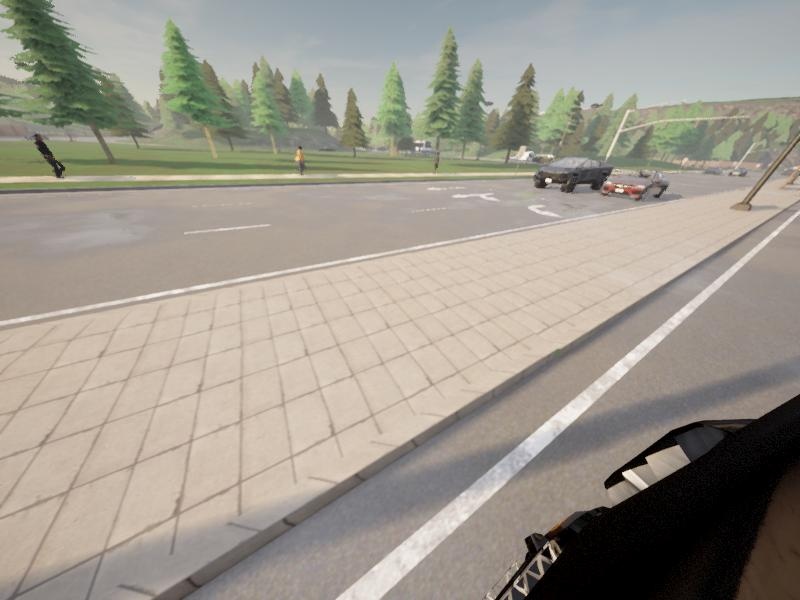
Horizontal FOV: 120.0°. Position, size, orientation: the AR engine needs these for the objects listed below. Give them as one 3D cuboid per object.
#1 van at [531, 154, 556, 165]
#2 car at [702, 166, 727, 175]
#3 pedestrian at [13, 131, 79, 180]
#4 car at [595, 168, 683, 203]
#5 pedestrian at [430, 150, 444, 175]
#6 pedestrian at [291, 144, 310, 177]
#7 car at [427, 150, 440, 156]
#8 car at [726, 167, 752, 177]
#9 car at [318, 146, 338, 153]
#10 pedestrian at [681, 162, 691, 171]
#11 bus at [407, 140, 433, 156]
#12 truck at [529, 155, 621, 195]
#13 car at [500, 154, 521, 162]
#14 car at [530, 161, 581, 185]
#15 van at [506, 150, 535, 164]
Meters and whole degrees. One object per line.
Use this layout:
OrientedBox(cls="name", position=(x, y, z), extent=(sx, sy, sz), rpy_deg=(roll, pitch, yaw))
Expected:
OrientedBox(cls="van", position=(35.164, -34.554, 56.884), extent=(2.069, 2.038, 4.480), rpy_deg=(-16, 38, -26))
OrientedBox(cls="car", position=(68.585, -28.260, 50.432), extent=(4.974, 1.542, 2.038), rpy_deg=(-17, 38, -27))
OrientedBox(cls="pedestrian", position=(-16.370, -6.698, 10.780), extent=(0.751, 1.860, 0.751), rpy_deg=(-16, 38, -26))
OrientedBox(cls="car", position=(15.592, -7.563, 15.081), extent=(5.027, 1.651, 2.152), rpy_deg=(-16, 38, -26))
OrientedBox(cls="pedestrian", position=(3.320, -12.464, 20.984), extent=(0.751, 1.860, 0.751), rpy_deg=(-15, 38, -25))
OrientedBox(cls="pedestrian", position=(-6.742, -9.433, 15.643), extent=(0.751, 1.860, 0.751), rpy_deg=(-16, 38, -26))
OrientedBox(cls="car", position=(12.926, -56.585, 88.724), extent=(1.930, 1.638, 5.238), rpy_deg=(-16, 38, -26))
OrientedBox(cls="car", position=(70.821, -26.724, 48.201), extent=(4.856, 1.649, 2.033), rpy_deg=(-17, 38, -27))
OrientedBox(cls="car", position=(-20.347, -42.621, 65.423), extent=(4.718, 1.301, 1.895), rpy_deg=(-27, 44, -37))
OrientedBox(cls="pedestrian", position=(68.290, -31.840, 55.164), extent=(0.751, 1.860, 0.751), rpy_deg=(-17, 39, -28))
OrientedBox(cls="bus", position=(7.090, -55.656, 84.505), extent=(3.944, 4.253, 10.273), rpy_deg=(-16, 38, -26))
OrientedBox(cls="truck", position=(12.768, -9.185, 16.875), extent=(6.274, 2.098, 2.390), rpy_deg=(-16, 38, -26))
OrientedBox(cls="car", position=(32.012, -41.413, 67.334), extent=(1.930, 1.638, 5.238), rpy_deg=(-16, 38, -26))
OrientedBox(cls="car", position=(14.223, -11.656, 21.155), extent=(3.988, 1.617, 1.851), rpy_deg=(-16, 38, -26))
OrientedBox(cls="van", position=(30.173, -35.898, 58.031), extent=(1.988, 2.561, 5.915), rpy_deg=(-16, 38, -26))
